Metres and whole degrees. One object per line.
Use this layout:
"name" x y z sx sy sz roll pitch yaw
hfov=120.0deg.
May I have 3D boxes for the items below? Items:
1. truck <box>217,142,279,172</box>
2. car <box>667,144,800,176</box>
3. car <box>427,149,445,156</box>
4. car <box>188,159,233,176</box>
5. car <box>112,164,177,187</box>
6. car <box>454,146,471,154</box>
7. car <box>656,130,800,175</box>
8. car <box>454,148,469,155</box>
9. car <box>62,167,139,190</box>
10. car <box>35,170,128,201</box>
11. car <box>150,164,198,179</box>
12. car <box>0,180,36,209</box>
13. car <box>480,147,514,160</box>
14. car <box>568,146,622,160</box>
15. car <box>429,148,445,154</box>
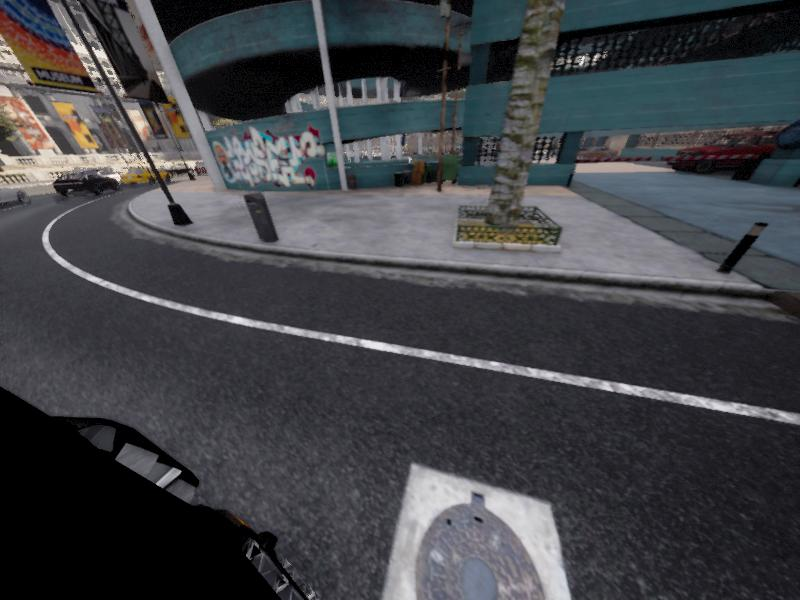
"truck" -25.054 -24.199 38.891 2.891 3.827 8.468 6 34 13
"car" 20.570 -8.695 14.394 4.514 1.523 2.007 7 34 14
"car" 10.746 -44.595 69.701 5.008 1.535 1.882 7 34 14
"car" -26.570 -18.801 32.630 2.097 1.767 4.553 1 33 5
"car" -26.212 -13.015 24.006 1.801 1.575 5.366 -9 34 -10
"car" 19.019 -45.713 70.566 4.605 1.855 1.932 7 34 14
"car" 20.500 -9.029 14.193 5.566 2.045 2.435 7 34 14
"car" 18.069 -43.691 67.869 3.988 1.617 1.851 7 34 14
"car" -29.449 -12.210 23.041 2.038 1.542 4.974 -9 34 -11
"car" -23.610 -8.807 17.505 2.128 1.511 4.902 -17 36 -21
"car" -30.318 -17.415 31.214 1.895 1.301 4.718 -1 33 2
"car" -25.145 -6.159 13.775 1.895 1.301 4.718 -21 38 -26
"car" 15.846 -24.124 38.064 4.902 1.511 2.128 7 34 14
"car" 24.628 -18.709 29.436 4.718 1.301 1.895 7 34 14
"car" 11.506 -46.646 72.396 4.718 1.301 1.895 7 34 14
